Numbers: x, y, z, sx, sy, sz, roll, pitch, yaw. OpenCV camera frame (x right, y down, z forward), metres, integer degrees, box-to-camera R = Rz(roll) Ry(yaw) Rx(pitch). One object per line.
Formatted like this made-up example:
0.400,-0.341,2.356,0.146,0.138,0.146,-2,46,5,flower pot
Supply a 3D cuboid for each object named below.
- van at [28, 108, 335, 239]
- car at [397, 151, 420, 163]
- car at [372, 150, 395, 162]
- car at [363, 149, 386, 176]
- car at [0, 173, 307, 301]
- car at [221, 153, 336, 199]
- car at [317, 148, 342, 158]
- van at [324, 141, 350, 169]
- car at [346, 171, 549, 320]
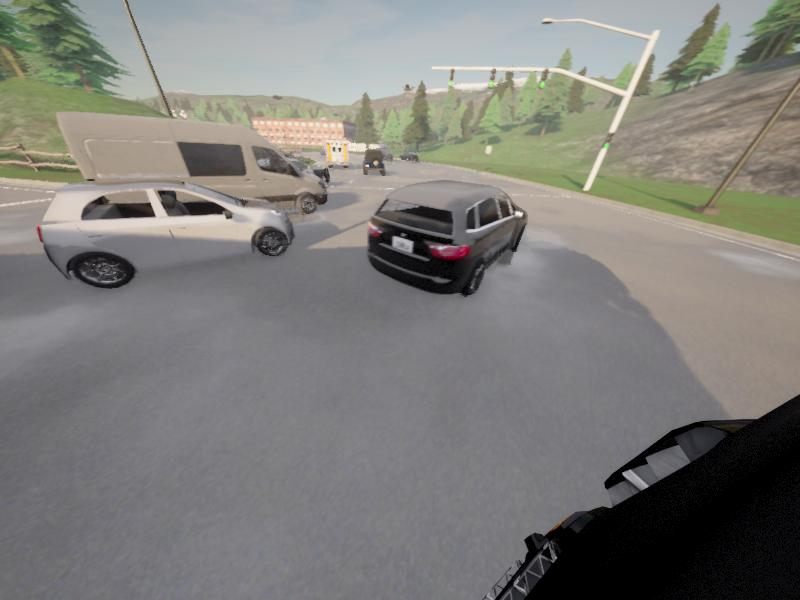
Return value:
-5.393,-3.987,7.296,5.915,2.561,1.988,-21,41,-31,van
1.473,-25.412,41.119,1.837,1.490,4.892,-13,37,-25,car
-3.080,-26.130,41.852,2.128,1.511,4.902,-17,38,-27,car
-2.439,-12.759,21.354,1.905,1.878,3.866,-2,34,-8,car
-4.171,-1.589,4.677,3.633,1.501,1.845,-21,40,-31,car
-5.949,-6.813,12.338,1.930,1.638,5.238,18,36,20,car
-13.567,-28.098,44.157,2.033,1.411,5.357,-27,43,-37,car
-7.116,-16.627,26.365,2.351,2.431,6.366,-5,34,-11,van
1.381,-1.757,5.215,2.242,1.667,4.611,25,40,29,car
